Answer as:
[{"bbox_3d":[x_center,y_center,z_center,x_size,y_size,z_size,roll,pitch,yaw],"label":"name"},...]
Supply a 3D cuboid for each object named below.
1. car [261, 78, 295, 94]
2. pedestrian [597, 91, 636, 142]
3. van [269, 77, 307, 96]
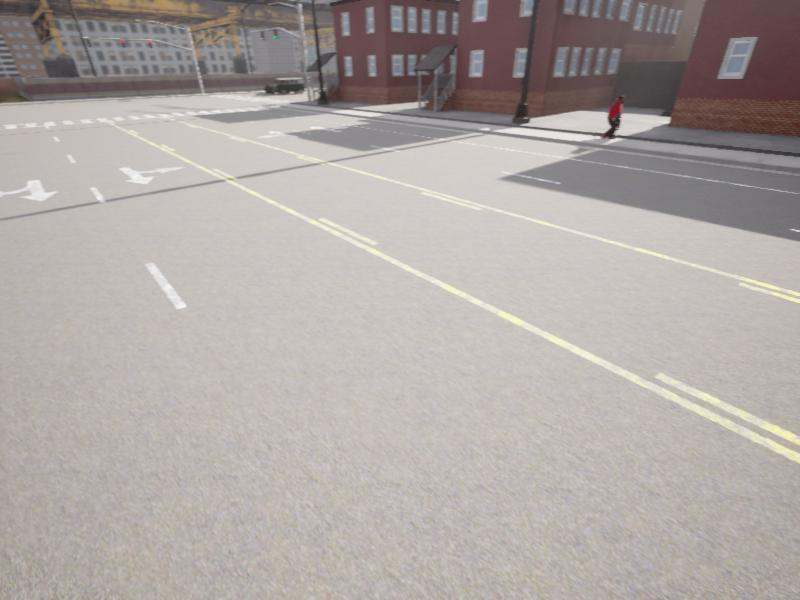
[{"bbox_3d":[-17.185,-30.207,56.492,3.866,1.878,1.905,-24,37,-34],"label":"car"},{"bbox_3d":[9.139,-7.770,16.931,0.751,1.860,0.751,-19,35,-28],"label":"pedestrian"},{"bbox_3d":[-15.053,-28.872,54.047,4.442,1.987,1.775,-24,37,-34],"label":"van"}]
